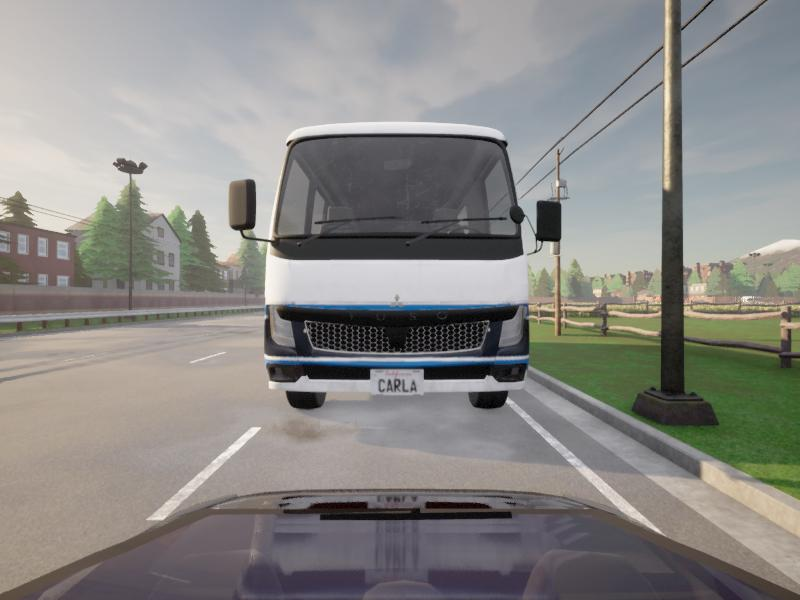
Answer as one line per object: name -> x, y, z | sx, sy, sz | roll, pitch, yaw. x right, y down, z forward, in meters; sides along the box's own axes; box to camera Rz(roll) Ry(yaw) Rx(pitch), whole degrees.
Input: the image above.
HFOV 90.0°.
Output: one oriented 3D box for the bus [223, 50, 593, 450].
bus -> 0.062, -0.534, 9.399 | 3.944, 4.253, 10.273 | 0, 0, 0
